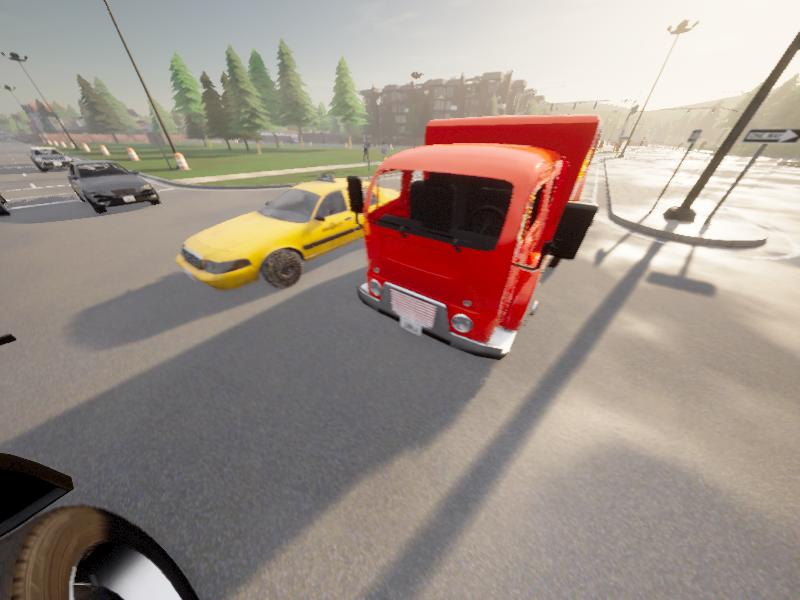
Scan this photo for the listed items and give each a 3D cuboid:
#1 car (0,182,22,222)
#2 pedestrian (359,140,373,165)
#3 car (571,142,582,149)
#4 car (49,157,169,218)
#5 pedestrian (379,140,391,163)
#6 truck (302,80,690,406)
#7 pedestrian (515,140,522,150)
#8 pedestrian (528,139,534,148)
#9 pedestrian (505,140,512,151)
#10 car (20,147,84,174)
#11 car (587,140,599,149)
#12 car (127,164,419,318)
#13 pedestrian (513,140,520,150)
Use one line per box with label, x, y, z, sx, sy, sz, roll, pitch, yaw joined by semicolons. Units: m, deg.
car;-15.004;-3.589;7.561;4.902;1.511;2.128;22;41;28
pedestrian;-3.076;-13.462;21.049;0.751;1.860;0.751;22;41;28
car;46.935;-41.071;61.398;1.895;1.301;4.718;22;41;28
car;-11.187;-4.479;8.885;4.193;1.474;1.816;22;41;28
pedestrian;-1.465;-14.360;22.335;0.751;1.860;0.751;26;42;31
truck;1.656;-1.587;4.014;2.627;2.467;5.204;23;42;28
pedestrian;26.199;-34.202;50.964;0.751;1.860;0.751;27;43;33
pedestrian;31.772;-37.906;55.984;0.751;1.860;0.751;8;36;10
pedestrian;22.571;-32.286;48.216;0.751;1.860;0.751;22;41;28
car;-26.525;-10.725;17.613;3.806;1.475;1.970;22;41;28
car;49.482;-39.868;59.224;1.905;1.878;3.866;22;41;28
car;-1.780;-1.934;5.261;1.801;1.575;5.366;23;41;28
pedestrian;26.055;-34.663;51.617;0.751;1.860;0.751;26;43;32
